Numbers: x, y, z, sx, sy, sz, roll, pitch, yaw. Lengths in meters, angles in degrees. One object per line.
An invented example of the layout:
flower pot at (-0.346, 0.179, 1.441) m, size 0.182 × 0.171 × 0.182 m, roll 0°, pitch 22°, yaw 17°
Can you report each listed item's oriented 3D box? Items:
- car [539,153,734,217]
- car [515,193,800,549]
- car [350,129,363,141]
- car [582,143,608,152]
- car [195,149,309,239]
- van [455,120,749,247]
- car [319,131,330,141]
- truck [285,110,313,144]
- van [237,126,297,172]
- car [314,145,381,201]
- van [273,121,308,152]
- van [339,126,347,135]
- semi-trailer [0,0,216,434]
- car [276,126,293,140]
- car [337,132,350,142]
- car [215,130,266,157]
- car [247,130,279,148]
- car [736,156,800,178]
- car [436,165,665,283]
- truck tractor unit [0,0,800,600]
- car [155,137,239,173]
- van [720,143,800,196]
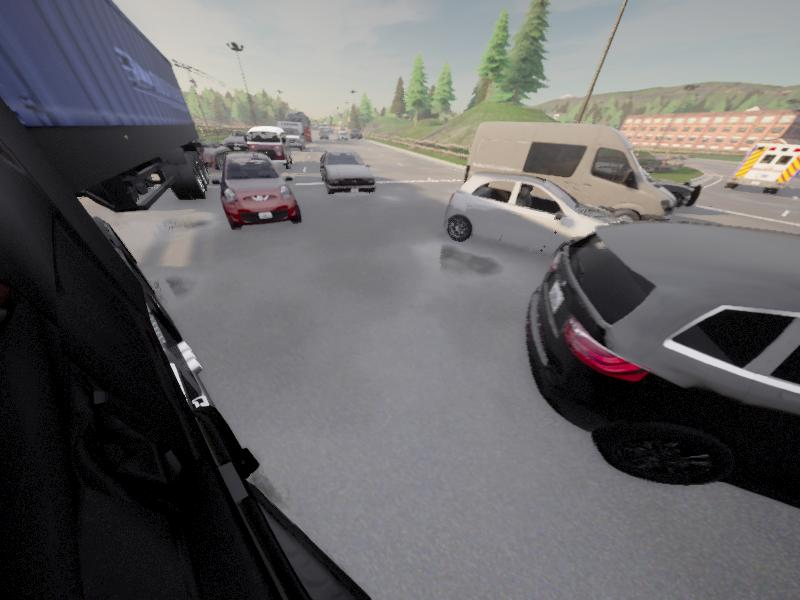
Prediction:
car at (9.087, -4.943, 9.680) m, size 5.238 × 1.638 × 1.930 m, roll 15°, pitch 38°, yaw 16°
car at (3.633, 0.551, 1.805) m, size 4.611 × 1.667 × 2.242 m, roll 15°, pitch 38°, yaw 16°
car at (-9.884, -37.196, 51.924) m, size 2.150 × 2.045 × 5.566 m, roll -7°, pitch 38°, yaw -14°
car at (49.168, -38.644, 58.431) m, size 1.837 × 1.490 × 4.892 m, roll -7°, pitch 37°, yaw -13°
car at (-4.059, -3.224, 6.529) m, size 1.845 × 1.501 × 3.633 m, roll -17°, pitch 41°, yaw -25°
van at (5.135, -4.017, 7.389) m, size 5.915 × 2.561 × 1.988 m, roll 25°, pitch 42°, yaw 27°
car at (-14.558, -31.578, 44.391) m, size 1.845 × 1.501 × 3.633 m, roll -7°, pitch 38°, yaw -14°
truck at (-15.776, -27.460, 36.768) m, size 2.891 × 3.827 × 8.468 m, roll -7°, pitch 37°, yaw -14°
van at (-7.786, -9.288, 14.093) m, size 2.069 × 2.038 × 4.480 m, roll -8°, pitch 37°, yaw -14°
car at (-2.557, -5.908, 10.398) m, size 2.033 × 1.411 × 5.357 m, roll -10°, pitch 38°, yaw -17°
van at (-11.632, -17.779, 25.055) m, size 2.351 × 2.431 × 6.366 m, roll -8°, pitch 37°, yaw -14°
van at (-20.253, -59.960, 81.861) m, size 2.351 × 2.431 × 6.366 m, roll -7°, pitch 38°, yaw -14°
semi-trailer at (-7.137, -4.319, 5.354) m, size 2.717 × 4.402 × 14.254 m, roll -18°, pitch 41°, yaw -25°
car at (-21.492, -31.278, 43.210) m, size 1.932 × 1.855 × 4.605 m, roll -7°, pitch 38°, yaw -14°
car at (-10.875, -31.314, 44.332) m, size 1.970 × 1.475 × 3.806 m, roll -7°, pitch 38°, yaw -14°
car at (-13.424, -13.579, 19.896) m, size 2.152 × 1.651 × 5.027 m, roll -7°, pitch 37°, yaw -14°
car at (-15.864, -18.833, 26.997) m, size 2.163 × 1.488 × 4.792 m, roll -7°, pitch 38°, yaw -14°
car at (39.883, -14.409, 24.898) m, size 2.033 × 1.411 × 5.357 m, roll 19°, pitch 39°, yaw 21°
car at (2.982, -2.003, 5.352) m, size 3.633 × 1.501 × 1.845 m, roll 23°, pitch 41°, yaw 25°
truck tractor unit at (-2.645, -0.295, 0.352) m, size 6.516 × 4.208 × 3.053 m, roll 28°, pitch 44°, yaw 30°
car at (-11.055, -8.270, 13.047) m, size 1.994 × 1.385 × 4.181 m, roll -8°, pitch 38°, yaw -14°
van at (23.994, -8.626, 15.057) m, size 6.366 × 2.431 × 2.351 m, roll -22°, pitch 43°, yaw -30°
